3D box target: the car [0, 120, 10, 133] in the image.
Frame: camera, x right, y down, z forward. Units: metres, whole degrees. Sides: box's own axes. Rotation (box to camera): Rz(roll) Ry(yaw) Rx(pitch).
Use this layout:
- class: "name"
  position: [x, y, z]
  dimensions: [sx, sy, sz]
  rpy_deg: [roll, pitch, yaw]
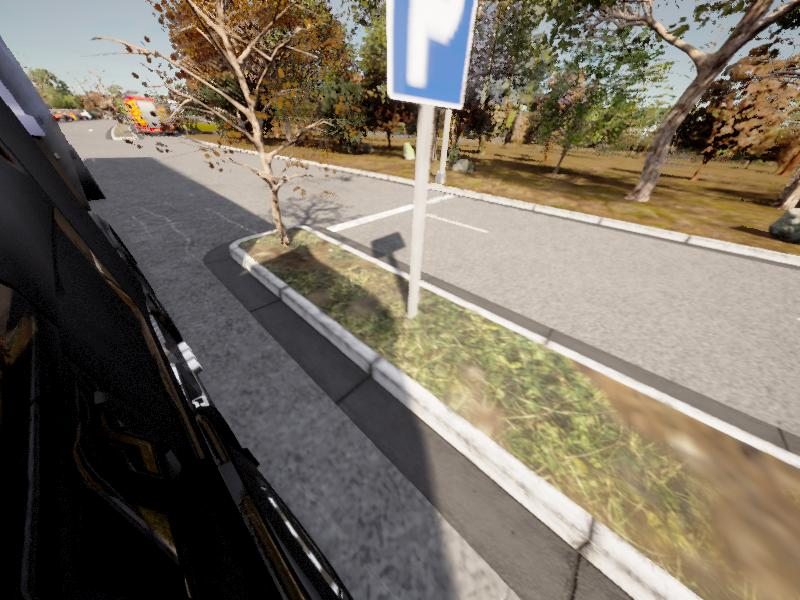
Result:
- class: "car"
  position: [-38.605, -15.148, 19.573]
  dimensions: [1.946, 1.575, 5.366]
  rpy_deg: [17, 40, 19]

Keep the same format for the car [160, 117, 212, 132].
- class: "car"
  position: [-32.743, -26.946, 35.626]
  dimensions: [1.946, 1.575, 5.366]
  rpy_deg: [19, 39, 20]

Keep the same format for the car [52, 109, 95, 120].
- class: "car"
  position: [-79.945, -45.446, 56.656]
  dimensions: [2.435, 2.045, 5.566]
  rpy_deg: [22, 42, 23]

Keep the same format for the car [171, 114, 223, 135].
- class: "car"
  position: [-26.602, -23.080, 30.538]
  dimensions: [1.878, 1.987, 4.442]
  rpy_deg: [19, 39, 19]

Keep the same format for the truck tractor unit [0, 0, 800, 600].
- class: "truck tractor unit"
  position: [-2.645, -0.295, 0.351]
  dimensions: [6.516, 4.208, 3.053]
  rpy_deg: [28, 44, 30]

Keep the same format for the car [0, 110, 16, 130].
- class: "car"
  position: [-42.800, -18.047, 22.778]
  dimensions: [1.878, 1.987, 4.442]
  rpy_deg: [18, 40, 20]

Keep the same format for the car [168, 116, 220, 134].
- class: "car"
  position: [-28.621, -24.396, 32.318]
  dimensions: [2.185, 1.767, 4.553]
  rpy_deg: [19, 39, 20]

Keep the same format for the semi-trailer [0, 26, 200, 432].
- class: "semi-trailer"
  position: [-8.599, -3.737, 4.223]
  dimensions: [14.254, 4.402, 2.717]
  rpy_deg: [30, 43, 30]

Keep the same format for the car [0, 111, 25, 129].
- class: "car"
  position: [-44.925, -19.193, 24.539]
  dimensions: [2.231, 1.521, 4.892]
  rpy_deg: [18, 40, 20]

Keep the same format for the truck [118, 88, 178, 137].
- class: "truck"
  position: [-29.280, -21.522, 26.761]
  dimensions: [2.891, 3.827, 8.468]
  rpy_deg: [-29, 47, -35]

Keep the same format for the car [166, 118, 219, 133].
- class: "car"
  position: [-30.560, -25.770, 34.219]
  dimensions: [1.946, 1.575, 5.366]
  rpy_deg: [19, 39, 20]

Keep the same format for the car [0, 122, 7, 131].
- class: "car"
  position: [-40.789, -16.505, 21.032]
  dimensions: [2.185, 1.767, 4.553]
  rpy_deg: [18, 40, 20]

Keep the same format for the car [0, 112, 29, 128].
- class: "car"
  position: [-46.968, -20.564, 26.288]
  dimensions: [2.002, 1.452, 4.674]
  rpy_deg: [19, 41, 20]
